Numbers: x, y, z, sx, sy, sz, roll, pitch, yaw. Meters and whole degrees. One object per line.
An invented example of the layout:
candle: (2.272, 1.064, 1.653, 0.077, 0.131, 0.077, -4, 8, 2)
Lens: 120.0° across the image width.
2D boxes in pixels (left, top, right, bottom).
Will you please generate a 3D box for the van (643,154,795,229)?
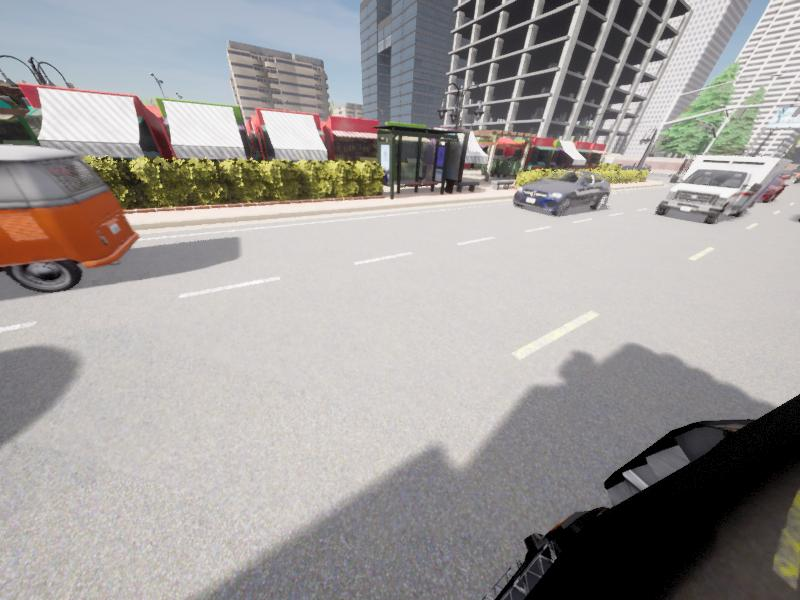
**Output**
van: (14.807, -5.205, 10.739, 6.366, 2.431, 2.351, -16, 38, -26)

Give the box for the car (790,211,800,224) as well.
car: (21.171, -4.413, 10.864, 4.902, 1.511, 2.128, -16, 38, -26)

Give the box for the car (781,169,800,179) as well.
car: (87.529, -28.022, 51.296, 4.553, 1.767, 2.097, -16, 38, -26)

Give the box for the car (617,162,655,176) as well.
car: (38.155, -21.295, 37.483, 1.789, 1.549, 3.705, -16, 38, -26)

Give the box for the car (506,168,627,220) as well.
car: (7.718, -5.080, 10.737, 5.027, 1.651, 2.152, -16, 38, -26)

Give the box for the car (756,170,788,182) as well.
car: (61.056, -20.334, 37.898, 5.008, 1.535, 1.882, -16, 38, -26)

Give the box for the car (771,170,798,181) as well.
car: (74.144, -24.083, 44.561, 3.988, 1.617, 1.851, -16, 38, -26)

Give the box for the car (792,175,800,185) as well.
car: (61.654, -18.254, 34.837, 4.892, 1.490, 1.837, -16, 38, -26)

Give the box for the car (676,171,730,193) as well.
car: (26.884, -10.536, 20.515, 3.633, 1.501, 1.845, -16, 38, -26)

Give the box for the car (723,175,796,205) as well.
car: (25.836, -8.000, 16.605, 5.008, 1.535, 1.882, -16, 38, -26)

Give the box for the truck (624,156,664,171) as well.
truck: (55.932, -31.395, 53.051, 2.615, 2.467, 5.204, -16, 38, -26)

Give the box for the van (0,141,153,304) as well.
van: (-7.055, -0.994, 3.115, 4.442, 1.987, 1.775, -16, 38, -26)

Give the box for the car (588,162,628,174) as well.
car: (33.864, -21.581, 37.748, 1.994, 1.385, 4.181, -16, 38, -26)
